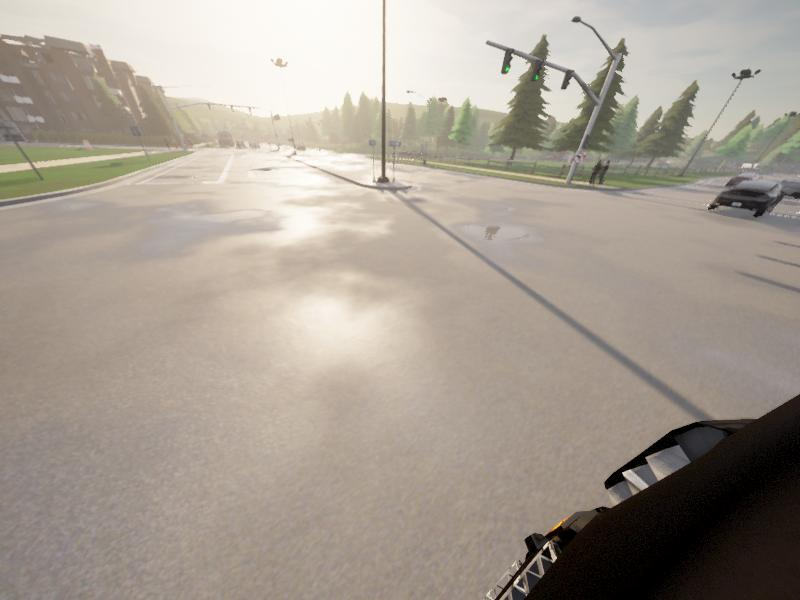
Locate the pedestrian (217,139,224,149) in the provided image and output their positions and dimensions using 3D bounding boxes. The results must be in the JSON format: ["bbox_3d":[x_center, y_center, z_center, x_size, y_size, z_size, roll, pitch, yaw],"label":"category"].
[{"bbox_3d":[-42.195,-36.729,54.285,0.751,1.860,0.751,-19,39,-29],"label":"pedestrian"}]

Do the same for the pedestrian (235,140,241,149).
[{"bbox_3d":[-39.089,-37.517,55.713,0.751,1.860,0.751,-20,40,-30],"label":"pedestrian"}]

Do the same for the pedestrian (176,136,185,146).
[{"bbox_3d":[-48.683,-35.176,51.168,0.751,1.860,0.751,-16,38,-26],"label":"pedestrian"}]

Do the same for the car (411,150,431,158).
[{"bbox_3d":[5.510,-38.713,61.203,4.856,1.649,2.033,-16,38,-26],"label":"car"}]

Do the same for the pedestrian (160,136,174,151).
[{"bbox_3d":[-35.407,-23.810,35.074,0.751,1.860,0.751,-14,37,-24],"label":"pedestrian"}]

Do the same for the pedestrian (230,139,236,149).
[{"bbox_3d":[-40.634,-37.935,56.222,0.751,1.860,0.751,-14,37,-23],"label":"pedestrian"}]

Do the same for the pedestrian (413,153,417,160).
[{"bbox_3d":[2.872,-26.883,43.354,0.500,1.100,0.500,-13,37,-23],"label":"pedestrian"}]

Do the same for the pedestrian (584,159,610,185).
[{"bbox_3d":[16.410,-10.669,19.290,0.751,1.860,0.751,-5,34,-12],"label":"pedestrian"}]

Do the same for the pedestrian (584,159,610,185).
[{"bbox_3d":[16.839,-10.973,19.780,0.751,1.860,0.751,-13,37,-23],"label":"pedestrian"}]

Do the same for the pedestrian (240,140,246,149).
[{"bbox_3d":[-38.988,-38.604,57.359,0.751,1.860,0.751,-19,40,-30],"label":"pedestrian"}]

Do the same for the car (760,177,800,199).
[{"bbox_3d":[34.167,-9.871,20.227,4.181,1.385,1.994,-16,38,-26],"label":"car"}]

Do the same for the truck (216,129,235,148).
[{"bbox_3d":[-47.770,-44.281,63.496,2.891,3.827,8.468,-16,38,-26],"label":"truck"}]

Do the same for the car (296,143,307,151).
[{"bbox_3d":[-29.420,-45.579,68.847,1.930,1.638,5.238,-16,38,-26],"label":"car"}]

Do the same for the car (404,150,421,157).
[{"bbox_3d":[3.426,-40.311,63.554,3.988,1.617,1.851,-16,38,-26],"label":"car"}]

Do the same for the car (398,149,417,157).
[{"bbox_3d":[2.037,-42.071,66.270,5.027,1.651,2.152,-16,38,-26],"label":"car"}]

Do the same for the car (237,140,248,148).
[{"bbox_3d":[-44.611,-44.163,65.331,1.905,1.878,3.866,-16,38,-26],"label":"car"}]

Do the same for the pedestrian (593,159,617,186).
[{"bbox_3d":[16.969,-10.541,19.140,0.751,1.860,0.751,29,42,34],"label":"pedestrian"}]

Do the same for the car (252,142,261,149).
[{"bbox_3d":[-41.814,-45.091,67.277,1.837,1.490,4.892,-16,38,-26],"label":"car"}]

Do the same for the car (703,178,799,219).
[{"bbox_3d":[19.036,-5.616,12.532,4.892,1.490,1.837,-16,38,-26],"label":"car"}]

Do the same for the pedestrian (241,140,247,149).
[{"bbox_3d":[-38.139,-37.940,56.424,0.751,1.860,0.751,-20,40,-31],"label":"pedestrian"}]

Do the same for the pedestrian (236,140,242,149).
[{"bbox_3d":[-39.422,-38.089,56.548,0.751,1.860,0.751,-15,38,-25],"label":"pedestrian"}]

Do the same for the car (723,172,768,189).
[{"bbox_3d":[38.715,-13.433,25.876,4.674,1.442,1.812,-16,38,-26],"label":"car"}]
